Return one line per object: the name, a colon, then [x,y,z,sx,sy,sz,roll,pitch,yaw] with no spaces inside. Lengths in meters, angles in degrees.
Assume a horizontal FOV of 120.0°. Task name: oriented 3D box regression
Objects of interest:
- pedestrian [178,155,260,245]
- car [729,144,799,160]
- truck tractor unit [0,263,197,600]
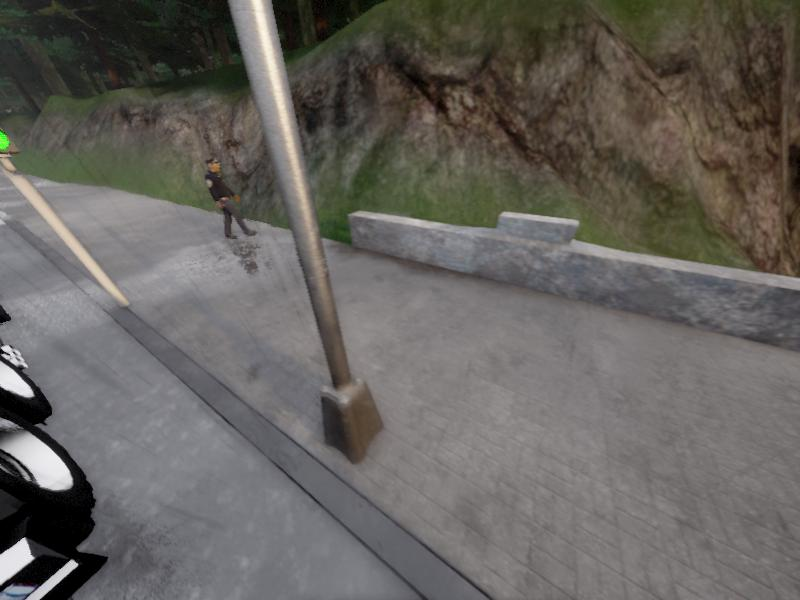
pedestrian: [-4.270,-2.409,5.638,0.751,1.860,0.751,-7,35,-9]
car: [44.631,-18.284,28.492,3.988,1.617,1.851,18,39,24]
truck tractor unit: [-5.112,-0.299,0.785,6.516,4.208,3.053,18,39,24]
